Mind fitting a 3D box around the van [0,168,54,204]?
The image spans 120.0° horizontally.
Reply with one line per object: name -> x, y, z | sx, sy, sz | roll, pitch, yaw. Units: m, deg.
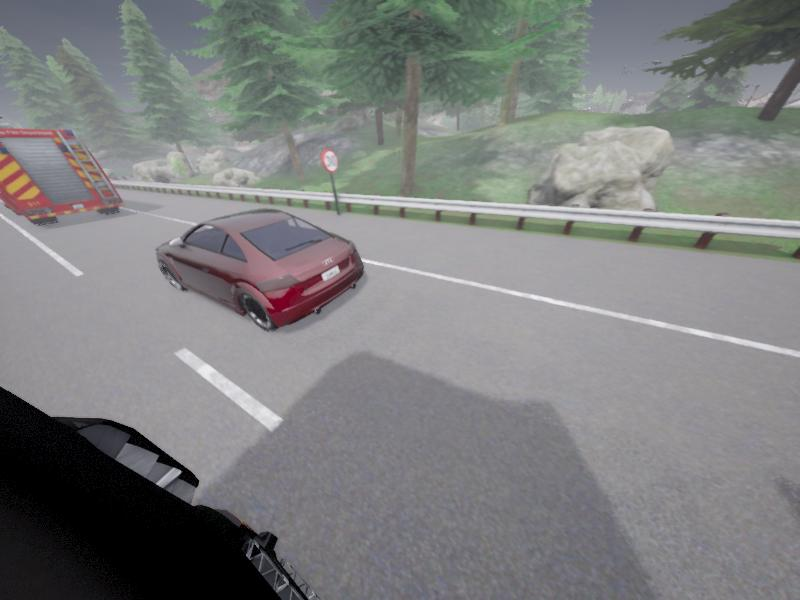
van -> -28.981, -8.659, 17.339 | 4.480, 2.038, 2.069 | 16, 38, 26

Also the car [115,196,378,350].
car -> -2.773, -0.922, 4.322 | 4.181, 1.385, 1.994 | 16, 38, 26

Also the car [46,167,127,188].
car -> -35.529, -14.046, 26.425 | 2.038, 1.542, 4.974 | 8, 35, 15

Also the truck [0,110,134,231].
truck -> -17.385, -6.096, 10.992 | 8.468, 3.827, 2.891 | 16, 38, 26
